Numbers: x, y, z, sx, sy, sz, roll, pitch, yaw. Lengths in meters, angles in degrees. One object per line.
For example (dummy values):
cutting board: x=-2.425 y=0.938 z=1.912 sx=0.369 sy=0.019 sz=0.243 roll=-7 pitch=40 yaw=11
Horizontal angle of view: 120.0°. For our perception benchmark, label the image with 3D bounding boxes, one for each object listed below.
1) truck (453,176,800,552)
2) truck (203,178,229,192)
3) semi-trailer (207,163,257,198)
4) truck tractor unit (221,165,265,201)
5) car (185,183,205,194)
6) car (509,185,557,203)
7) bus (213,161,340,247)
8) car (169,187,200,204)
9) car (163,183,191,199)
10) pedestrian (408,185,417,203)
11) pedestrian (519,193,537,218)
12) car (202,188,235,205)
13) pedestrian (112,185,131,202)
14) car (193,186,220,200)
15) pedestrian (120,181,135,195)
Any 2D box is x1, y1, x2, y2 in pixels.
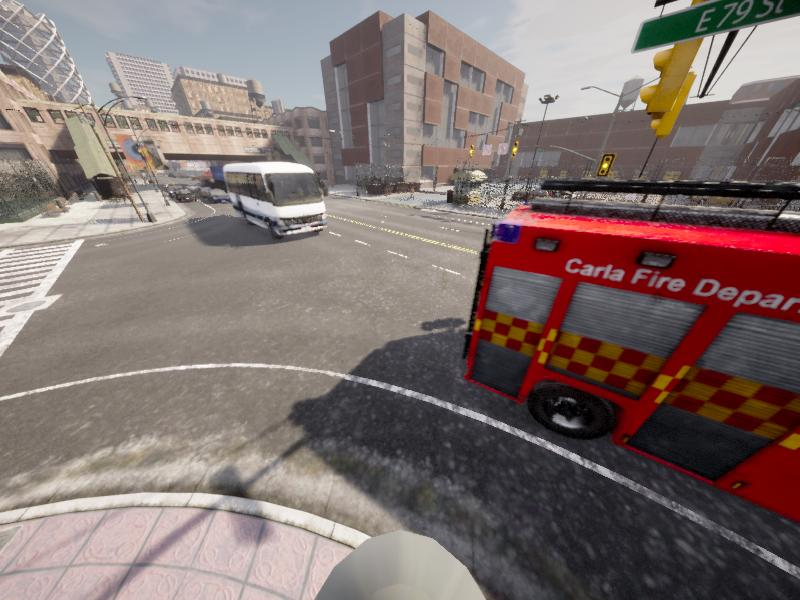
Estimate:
truck: x=5.459 y=0.716 z=2.940 sx=8.468 sy=3.827 sz=2.891 roll=17 pitch=34 yaw=27
truck: x=-35.322 y=-22.137 z=44.303 sx=2.390 sy=2.098 sz=6.274 roll=-26 pitch=39 yaw=-37
semi-trailer: x=-27.787 y=-19.774 z=37.831 sx=2.717 sy=4.402 sz=14.254 roll=-26 pitch=39 yaw=-37
truck tractor unit: x=-22.392 y=-16.791 z=32.870 sx=3.053 sy=4.208 sz=6.516 roll=-23 pitch=37 yaw=-34
car: x=-36.814 y=-20.054 z=41.444 sx=1.895 sy=1.301 sz=4.718 roll=-26 pitch=39 yaw=-37
car: x=17.025 y=-13.733 z=29.804 sx=2.185 sy=1.767 sz=4.553 roll=-27 pitch=39 yaw=-38
bus: x=-9.077 y=-7.375 z=16.530 sx=3.944 sy=4.253 sz=10.273 roll=-26 pitch=39 yaw=-37
car: x=-28.751 y=-14.010 z=30.735 sx=2.097 sy=1.535 sz=5.008 roll=-27 pitch=39 yaw=-38
car: x=-33.366 y=-16.355 z=34.546 sx=2.185 sy=1.767 sz=4.553 roll=-27 pitch=39 yaw=-38
pedestrian: x=1.519 y=-13.064 z=28.420 sx=0.751 sy=1.860 sz=0.751 roll=-27 pitch=39 yaw=-38
pedestrian: x=11.001 y=-8.174 z=19.950 sx=0.751 sy=1.860 sz=0.751 roll=25 pitch=38 yaw=36
car: x=-23.193 y=-13.236 z=29.451 sx=2.163 sy=1.488 sz=4.792 roll=-26 pitch=39 yaw=-37
pedestrian: x=-34.268 y=-13.100 z=28.481 sx=0.751 sy=1.860 sz=0.751 roll=-21 pitch=36 yaw=-32
car: x=-28.836 y=-16.053 z=34.417 sx=2.033 sy=1.411 sz=5.357 roll=-26 pitch=39 yaw=-37
pedestrian: x=-41.863 y=-17.173 z=35.536 sx=0.751 sy=1.860 sz=0.751 roll=18 pitch=35 yaw=28
